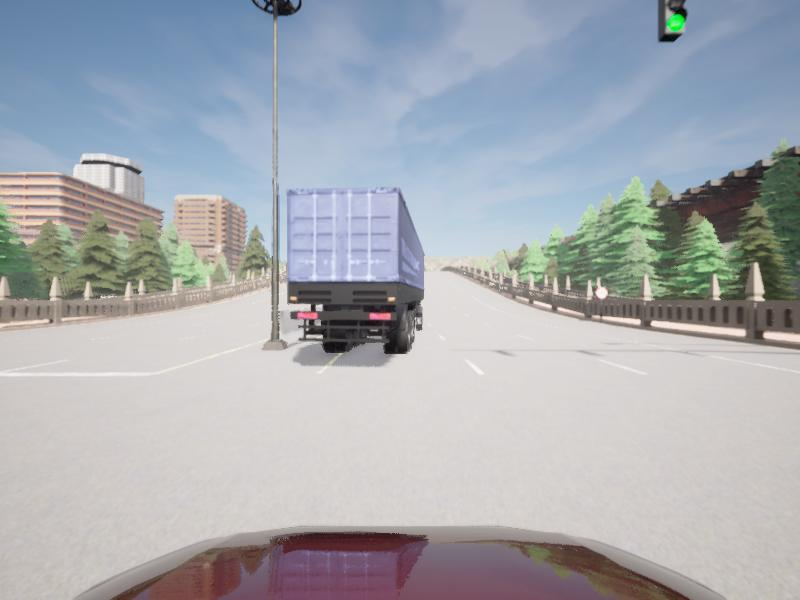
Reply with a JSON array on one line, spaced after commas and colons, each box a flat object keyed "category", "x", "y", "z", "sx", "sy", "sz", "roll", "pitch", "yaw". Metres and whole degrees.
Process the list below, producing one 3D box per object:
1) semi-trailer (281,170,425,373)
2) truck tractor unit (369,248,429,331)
[{"category": "semi-trailer", "x": -0.604, "y": -0.646, "z": 15.893, "sx": 2.717, "sy": 4.402, "sz": 14.254, "roll": 0, "pitch": 0, "yaw": 6}, {"category": "truck tractor unit", "x": -0.001, "y": -0.604, "z": 23.766, "sx": 3.053, "sy": 4.208, "sz": 6.516, "roll": 0, "pitch": 1, "yaw": 1}]
